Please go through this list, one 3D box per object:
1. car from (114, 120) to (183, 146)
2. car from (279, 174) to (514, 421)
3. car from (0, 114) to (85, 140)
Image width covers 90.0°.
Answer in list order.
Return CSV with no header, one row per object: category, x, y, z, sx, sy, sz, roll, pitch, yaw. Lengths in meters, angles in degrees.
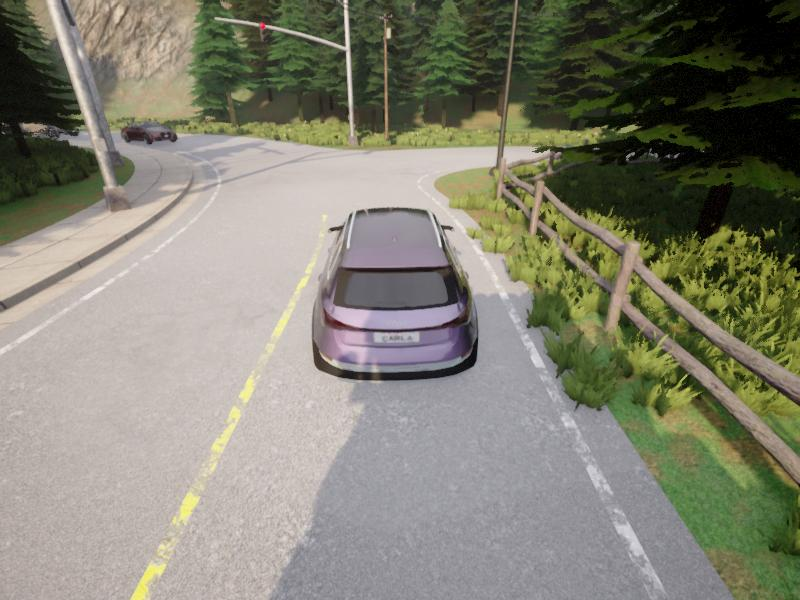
car,-17.691,-11.812,28.128,4.181,1.385,1.994,14,31,26
car,-0.115,-0.594,5.995,2.033,1.649,4.856,-1,27,-2
car,-28.006,-13.536,31.208,5.027,1.651,2.152,3,27,6
